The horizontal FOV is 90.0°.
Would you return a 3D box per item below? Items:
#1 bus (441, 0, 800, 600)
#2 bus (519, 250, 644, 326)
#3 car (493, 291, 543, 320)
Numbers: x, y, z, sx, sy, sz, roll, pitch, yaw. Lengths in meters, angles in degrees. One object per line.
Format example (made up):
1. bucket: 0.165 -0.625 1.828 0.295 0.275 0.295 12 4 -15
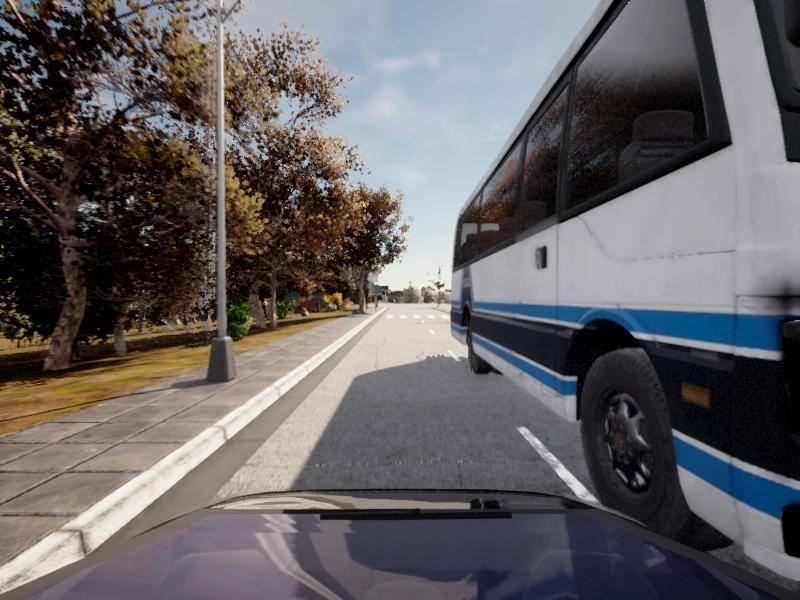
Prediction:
1. bus: 3.119 -0.549 6.156 3.944 4.253 10.273 0 0 0
2. bus: 11.691 -0.716 27.544 3.944 4.253 10.273 0 0 0
3. car: 8.804 0.366 30.337 2.150 2.045 5.566 0 0 0
